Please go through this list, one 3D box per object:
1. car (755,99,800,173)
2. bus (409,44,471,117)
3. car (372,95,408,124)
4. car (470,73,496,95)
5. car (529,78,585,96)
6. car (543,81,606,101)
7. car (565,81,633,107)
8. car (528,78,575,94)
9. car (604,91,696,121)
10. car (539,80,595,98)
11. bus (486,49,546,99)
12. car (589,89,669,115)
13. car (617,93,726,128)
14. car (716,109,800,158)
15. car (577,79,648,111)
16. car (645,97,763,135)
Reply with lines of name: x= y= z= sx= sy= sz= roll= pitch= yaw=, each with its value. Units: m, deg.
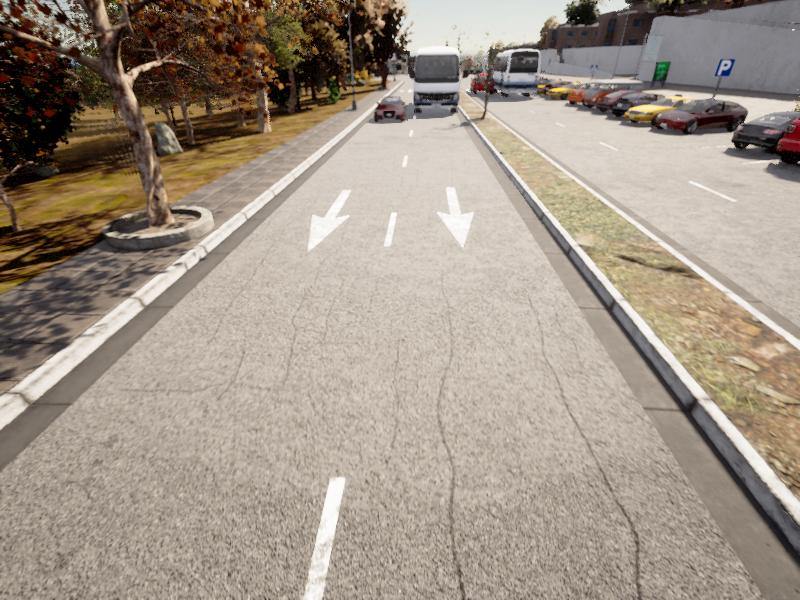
car: x=15.526 y=-5.490 z=13.292 sx=5.566 sy=2.045 sz=2.435 roll=-8 pitch=31 yaw=-15
bus: x=2.893 y=-17.211 z=31.233 sx=3.944 sy=4.253 sz=10.273 roll=1 pitch=31 yaw=3
car: x=-0.572 y=-12.632 z=26.405 sx=1.994 sy=1.385 sz=4.181 roll=1 pitch=31 yaw=3
car: x=9.547 y=-25.266 z=46.706 sx=2.150 sy=2.045 sz=5.566 roll=1 pitch=31 yaw=3
car: x=17.294 y=-23.492 z=44.107 sx=5.366 sy=1.575 sz=1.946 roll=-9 pitch=32 yaw=-15
car: x=16.965 y=-20.423 z=39.002 sx=5.366 sy=1.575 sz=1.946 roll=-9 pitch=32 yaw=-14
car: x=16.785 y=-17.488 z=33.872 sx=4.553 sy=1.767 sz=2.185 roll=-9 pitch=32 yaw=-15
car: x=17.631 y=-25.015 z=46.733 sx=4.674 sy=1.452 sz=2.002 roll=-9 pitch=32 yaw=-15
car: x=16.348 y=-12.789 z=26.287 sx=4.792 sy=1.488 sz=2.163 roll=-9 pitch=32 yaw=-15
car: x=17.334 y=-21.964 z=41.630 sx=4.792 sy=1.488 sz=2.163 roll=-9 pitch=32 yaw=-15
bus: x=12.271 y=-24.760 z=43.667 sx=3.944 sy=4.253 sz=10.273 roll=1 pitch=31 yaw=3
car: x=16.481 y=-14.297 z=28.844 sx=4.674 sy=1.452 sz=2.002 roll=-9 pitch=32 yaw=-15
car: x=15.981 y=-11.266 z=23.640 sx=5.366 sy=1.575 sz=1.946 roll=-9 pitch=32 yaw=-15
car: x=15.659 y=-6.734 z=16.002 sx=4.674 sy=1.452 sz=2.002 roll=-8 pitch=31 yaw=-15
car: x=16.540 y=-16.025 z=31.230 sx=4.442 sy=1.987 sz=1.878 roll=-9 pitch=32 yaw=-15
car: x=15.964 y=-9.750 z=21.131 sx=4.792 sy=1.488 sz=2.163 roll=-8 pitch=32 yaw=-15
